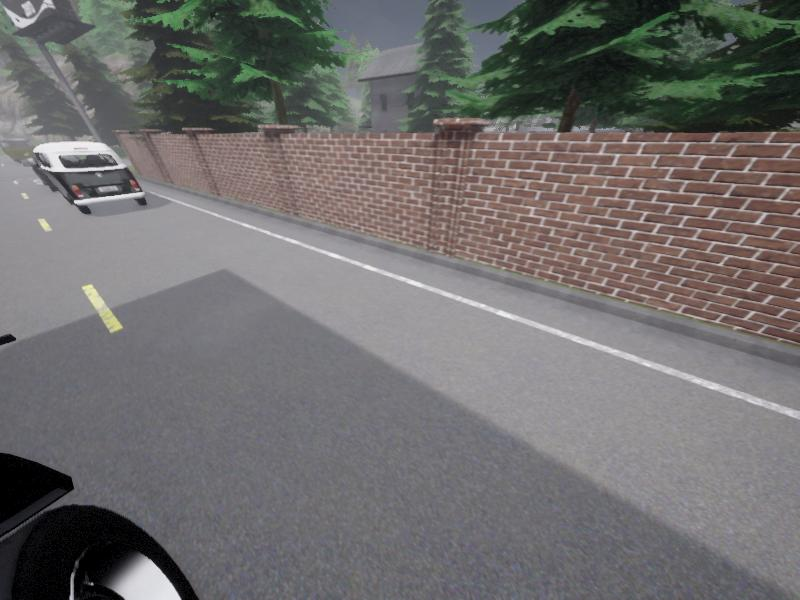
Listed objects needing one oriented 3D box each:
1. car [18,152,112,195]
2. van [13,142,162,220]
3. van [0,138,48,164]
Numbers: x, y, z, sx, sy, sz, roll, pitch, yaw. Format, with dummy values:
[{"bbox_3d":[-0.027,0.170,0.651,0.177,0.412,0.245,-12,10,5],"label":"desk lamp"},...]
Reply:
[{"bbox_3d":[-17.319,-6.676,11.944,4.892,1.490,1.837,22,40,27],"label":"car"},{"bbox_3d":[-11.547,-4.616,8.583,4.480,2.038,2.069,21,40,28],"label":"van"},{"bbox_3d":[-37.739,-14.837,22.927,4.442,1.987,1.775,19,39,25],"label":"van"}]
